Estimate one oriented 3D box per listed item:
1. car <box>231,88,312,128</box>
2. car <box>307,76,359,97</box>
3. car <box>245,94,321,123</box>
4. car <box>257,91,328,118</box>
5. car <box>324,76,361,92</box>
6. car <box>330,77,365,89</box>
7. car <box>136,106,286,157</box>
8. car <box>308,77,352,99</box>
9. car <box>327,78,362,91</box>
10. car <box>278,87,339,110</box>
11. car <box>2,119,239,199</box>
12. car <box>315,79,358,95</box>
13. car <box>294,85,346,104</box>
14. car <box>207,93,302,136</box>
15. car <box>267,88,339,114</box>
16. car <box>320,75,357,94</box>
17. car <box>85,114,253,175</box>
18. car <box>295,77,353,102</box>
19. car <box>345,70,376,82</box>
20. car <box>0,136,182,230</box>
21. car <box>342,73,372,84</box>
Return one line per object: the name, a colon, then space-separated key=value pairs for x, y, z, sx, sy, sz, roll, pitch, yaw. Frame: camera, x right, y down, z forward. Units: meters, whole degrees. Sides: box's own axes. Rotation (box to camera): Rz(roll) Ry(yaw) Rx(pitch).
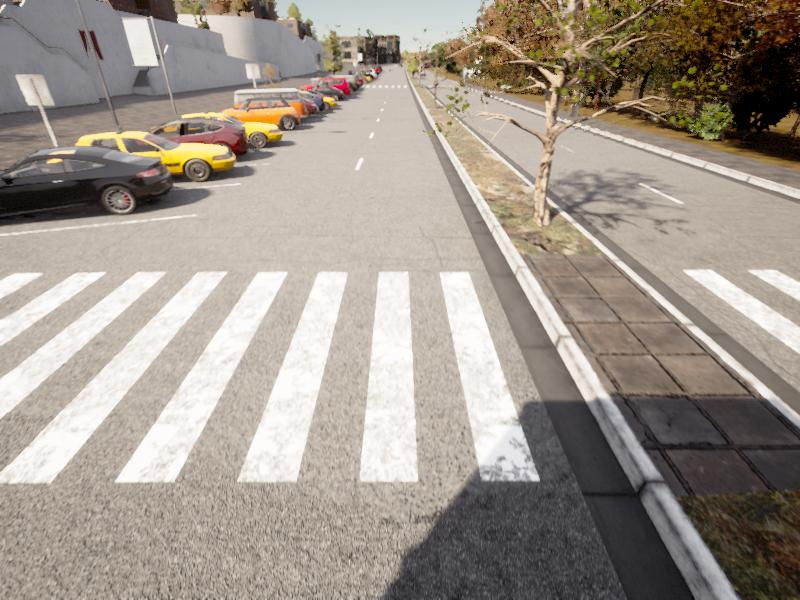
car: x=-7.964 y=-12.022 z=24.911 sx=4.442 sy=1.987 sz=1.878 roll=-11 pitch=31 yaw=-17
car: x=-8.049 y=-25.666 z=48.005 sx=5.566 sy=2.045 sz=2.435 roll=-11 pitch=32 yaw=-17
car: x=-8.064 y=-13.267 z=27.579 sx=4.674 sy=1.452 sz=2.002 roll=-11 pitch=32 yaw=-17
car: x=-8.095 y=-14.771 z=30.143 sx=4.792 sy=1.488 sz=2.163 roll=-11 pitch=32 yaw=-17
car: x=-8.043 y=-30.136 z=55.752 sx=4.553 sy=1.767 sz=2.185 roll=-11 pitch=33 yaw=-17
car: x=-8.046 y=-33.069 z=60.978 sx=4.792 sy=1.488 sz=2.163 roll=-11 pitch=32 yaw=-17
car: x=-7.895 y=-7.359 z=17.284 sx=5.366 sy=1.575 sz=1.946 roll=-11 pitch=31 yaw=-17
car: x=-7.965 y=-24.134 z=45.480 sx=4.442 sy=1.987 sz=1.878 roll=-11 pitch=32 yaw=-17
car: x=-8.066 y=-31.515 z=58.390 sx=4.674 sy=1.452 sz=2.002 roll=-11 pitch=33 yaw=-17
car: x=-8.042 y=-17.809 z=35.313 sx=4.792 sy=1.488 sz=2.163 roll=-11 pitch=32 yaw=-17
car: x=-7.895 y=-4.382 z=12.114 sx=5.366 sy=1.575 sz=1.946 roll=-11 pitch=31 yaw=-17
car: x=-8.064 y=-26.969 z=50.684 sx=4.892 sy=1.521 sz=2.231 roll=-11 pitch=33 yaw=-17
car: x=-8.066 y=-20.832 z=40.446 sx=4.674 sy=1.452 sz=2.002 roll=-11 pitch=32 yaw=-17
car: x=-8.041 y=-10.417 z=22.342 sx=4.553 sy=1.767 sz=2.185 roll=-11 pitch=32 yaw=-17
car: x=-7.897 y=-16.355 z=32.772 sx=5.366 sy=1.575 sz=1.946 roll=-11 pitch=32 yaw=-17
car: x=-8.182 y=-28.667 z=53.094 sx=4.442 sy=1.987 sz=1.878 roll=-11 pitch=33 yaw=-17
car: x=-8.094 y=-5.801 z=14.648 sx=4.792 sy=1.488 sz=2.163 roll=-11 pitch=32 yaw=-17
car: x=-8.099 y=-22.598 z=42.853 sx=5.566 sy=2.045 sz=2.435 roll=-11 pitch=32 yaw=-17
car: x=-8.050 y=-45.618 z=81.463 sx=5.566 sy=2.045 sz=2.435 roll=-11 pitch=32 yaw=-17
car: x=-8.063 y=-2.818 z=9.496 sx=4.674 sy=1.452 sz=2.002 roll=-11 pitch=32 yaw=-17
car: x=-8.244 y=-42.274 z=76.364 sx=5.366 sy=1.575 sz=1.946 roll=-11 pitch=33 yaw=-17
